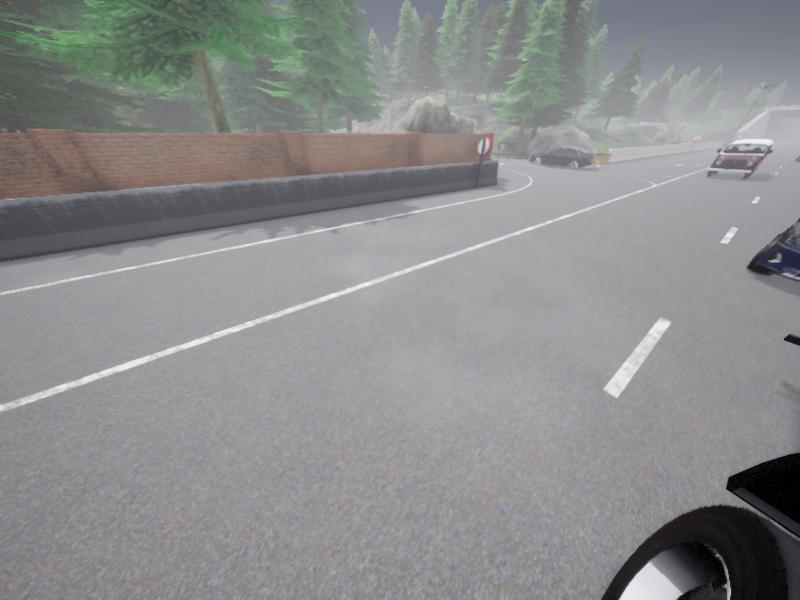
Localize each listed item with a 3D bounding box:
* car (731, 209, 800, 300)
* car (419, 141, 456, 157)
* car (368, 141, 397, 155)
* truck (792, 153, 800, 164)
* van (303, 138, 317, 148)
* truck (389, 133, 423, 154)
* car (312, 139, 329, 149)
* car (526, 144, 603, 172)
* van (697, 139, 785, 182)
[{"bbox_3d":[8.914,-1.249,4.195,4.856,1.649,2.033,-19,40,-24],"label":"car"},{"bbox_3d":[4.789,-20.030,30.520,2.033,1.649,4.856,-22,40,-27],"label":"car"},{"bbox_3d":[-2.644,-22.656,34.390,2.038,1.542,4.974,-22,40,-27],"label":"car"},{"bbox_3d":[40.747,-14.460,21.945,5.204,2.467,2.627,-22,41,-28],"label":"truck"},{"bbox_3d":[-22.765,-39.673,58.280,1.775,1.987,4.442,-22,40,-27],"label":"van"},{"bbox_3d":[0.827,-23.693,35.015,2.627,2.467,5.204,-21,40,-27],"label":"truck"},{"bbox_3d":[-18.212,-35.814,52.868,1.932,1.855,4.605,-21,40,-27],"label":"car"},{"bbox_3d":[13.900,-12.316,19.855,1.837,1.490,4.892,-31,48,-32],"label":"car"},{"bbox_3d":[21.605,-8.949,14.656,4.480,2.038,2.069,-22,41,-28],"label":"van"}]
